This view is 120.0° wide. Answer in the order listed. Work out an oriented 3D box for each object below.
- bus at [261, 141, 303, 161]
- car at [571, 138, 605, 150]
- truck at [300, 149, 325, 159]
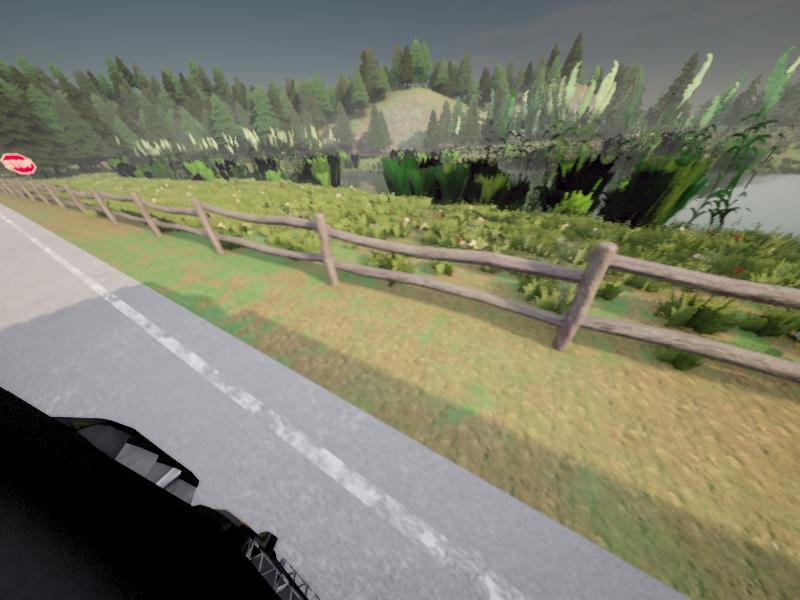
[{"bbox_3d":[-34.030,-43.091,66.865,10.273,4.253,3.944,9,36,17],"label":"bus"},{"bbox_3d":[35.524,-29.519,43.791,4.553,1.767,2.097,16,38,25],"label":"car"},{"bbox_3d":[-25.688,-42.706,67.622,6.274,2.098,2.390,9,36,17],"label":"truck"}]
